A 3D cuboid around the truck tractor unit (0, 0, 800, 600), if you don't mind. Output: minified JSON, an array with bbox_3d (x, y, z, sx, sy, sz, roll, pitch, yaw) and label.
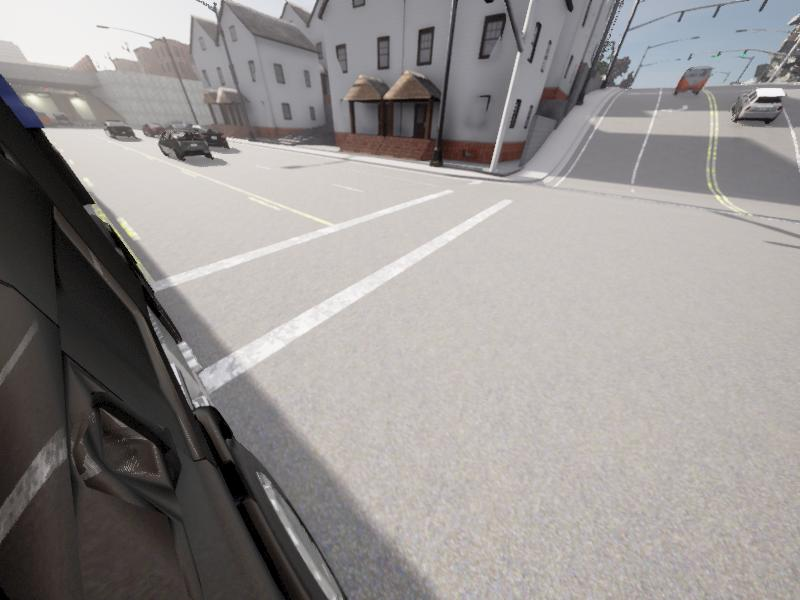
[{"bbox_3d":[-2.645,-0.295,0.351,6.516,4.208,3.053,28,44,30],"label":"truck tractor unit"}]

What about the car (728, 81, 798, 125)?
[{"bbox_3d":[25.476,-13.972,16.381,1.970,1.475,3.806,26,60,28],"label":"car"}]

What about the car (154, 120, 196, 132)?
[{"bbox_3d":[-41.274,-32.073,42.492,2.038,1.542,4.974,28,47,29],"label":"car"}]

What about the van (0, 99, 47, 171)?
[{"bbox_3d":[-20.031,-8.203,11.229,5.915,2.561,1.988,28,43,28],"label":"van"}]

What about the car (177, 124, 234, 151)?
[{"bbox_3d":[-17.346,-14.511,20.572,4.611,1.667,2.242,27,43,29],"label":"car"}]

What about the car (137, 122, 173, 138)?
[{"bbox_3d":[-30.939,-21.448,29.187,4.674,1.442,1.812,26,43,28],"label":"car"}]

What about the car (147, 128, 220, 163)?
[{"bbox_3d":[-14.128,-10.144,15.053,4.514,1.525,2.007,27,43,29],"label":"car"}]

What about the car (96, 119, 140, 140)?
[{"bbox_3d":[-31.604,-19.102,25.842,5.238,1.638,1.930,27,43,29],"label":"car"}]

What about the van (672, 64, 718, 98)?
[{"bbox_3d":[27.701,-20.727,21.840,1.775,1.987,4.442,27,53,29],"label":"van"}]

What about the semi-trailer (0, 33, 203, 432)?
[{"bbox_3d":[-8.786,-3.543,4.140,14.254,4.402,2.717,27,43,29],"label":"semi-trailer"}]
